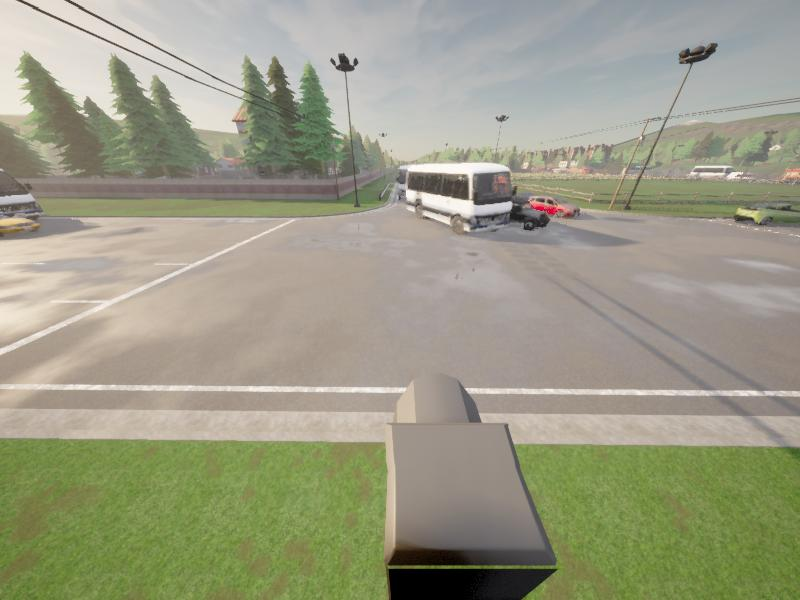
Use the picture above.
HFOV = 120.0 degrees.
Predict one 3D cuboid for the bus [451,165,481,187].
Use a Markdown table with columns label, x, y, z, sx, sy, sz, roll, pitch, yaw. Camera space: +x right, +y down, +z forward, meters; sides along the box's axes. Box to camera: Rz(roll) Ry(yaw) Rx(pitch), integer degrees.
| label | x | y | z | sx | sy | sz | roll | pitch | yaw |
| --- | --- | --- | --- | --- | --- | --- | --- | --- | --- |
| bus | 15.526 | -29.856 | 55.464 | 3.944 | 4.253 | 10.273 | 0 | 30 | 0 |

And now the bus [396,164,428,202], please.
| label | x | y | z | sx | sy | sz | roll | pitch | yaw |
| --- | --- | --- | --- | --- | --- | --- | --- | --- | --- |
| bus | 1.373 | -17.286 | 33.691 | 3.944 | 4.253 | 10.273 | 0 | 30 | -1 |

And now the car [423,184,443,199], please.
| label | x | y | z | sx | sy | sz | roll | pitch | yaw |
| --- | --- | --- | --- | --- | --- | --- | --- | --- | --- |
| car | 4.814 | -16.157 | 34.317 | 2.242 | 1.667 | 4.611 | 0 | 30 | 0 |

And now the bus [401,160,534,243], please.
| label | x | y | z | sx | sy | sz | roll | pitch | yaw |
| --- | --- | --- | --- | --- | --- | --- | --- | --- | --- |
| bus | 3.958 | -8.126 | 17.822 | 3.944 | 4.253 | 10.273 | -14 | 33 | -18 |

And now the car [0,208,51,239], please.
| label | x | y | z | sx | sy | sz | roll | pitch | yaw |
| --- | --- | --- | --- | --- | --- | --- | --- | --- | --- |
| car | -27.432 | -5.092 | 15.245 | 5.366 | 1.575 | 1.801 | 0 | 30 | 1 |

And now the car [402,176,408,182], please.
| label | x | y | z | sx | sy | sz | roll | pitch | yaw |
| --- | --- | --- | --- | --- | --- | --- | --- | --- | --- |
| car | 1.466 | -36.157 | 69.068 | 1.789 | 1.549 | 3.705 | 0 | 31 | 0 |

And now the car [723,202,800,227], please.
| label | x | y | z | sx | sy | sz | roll | pitch | yaw |
| --- | --- | --- | --- | --- | --- | --- | --- | --- | --- |
| car | 29.711 | -6.784 | 18.229 | 4.514 | 1.525 | 2.007 | 3 | 30 | 6 |

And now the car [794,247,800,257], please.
| label | x | y | z | sx | sy | sz | roll | pitch | yaw |
| --- | --- | --- | --- | --- | --- | --- | --- | --- | --- |
| car | 22.373 | -2.181 | 10.415 | 4.181 | 1.385 | 1.994 | 9 | 31 | 16 |

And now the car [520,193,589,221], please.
| label | x | y | z | sx | sy | sz | roll | pitch | yaw |
| --- | --- | --- | --- | --- | --- | --- | --- | --- | --- |
| car | 14.176 | -8.789 | 21.557 | 2.242 | 1.667 | 4.611 | -16 | 34 | -25 |

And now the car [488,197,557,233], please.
| label | x | y | z | sx | sy | sz | roll | pitch | yaw |
| --- | --- | --- | --- | --- | --- | --- | --- | --- | --- |
| car | 9.092 | -6.557 | 17.473 | 1.905 | 1.878 | 3.866 | -20 | 35 | -30 |

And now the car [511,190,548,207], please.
| label | x | y | z | sx | sy | sz | roll | pitch | yaw |
| --- | --- | --- | --- | --- | --- | --- | --- | --- | --- |
| car | 15.503 | -12.305 | 27.950 | 1.994 | 1.385 | 4.181 | -1 | 30 | -2 |

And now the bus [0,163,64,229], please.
| label | x | y | z | sx | sy | sz | roll | pitch | yaw |
| --- | --- | --- | --- | --- | --- | --- | --- | --- | --- |
| bus | -35.031 | -8.102 | 17.787 | 10.273 | 4.253 | 3.944 | 0 | 30 | 1 |
